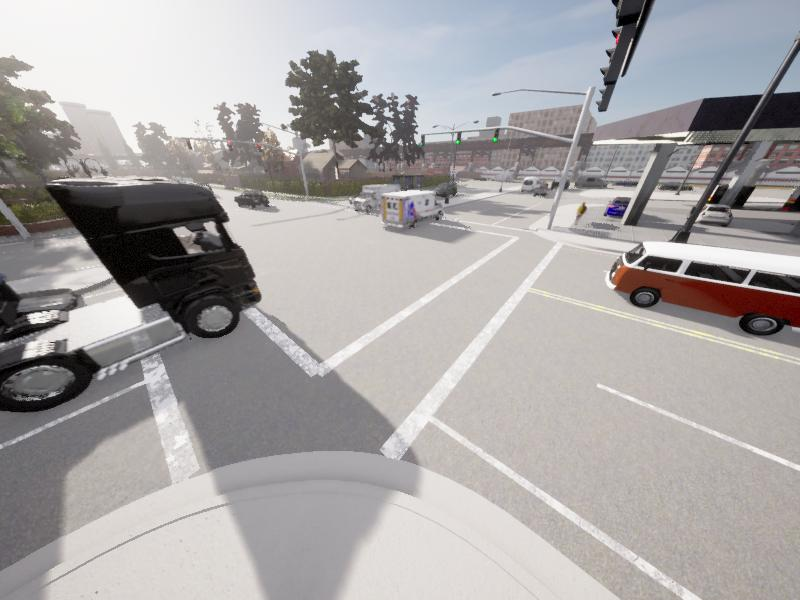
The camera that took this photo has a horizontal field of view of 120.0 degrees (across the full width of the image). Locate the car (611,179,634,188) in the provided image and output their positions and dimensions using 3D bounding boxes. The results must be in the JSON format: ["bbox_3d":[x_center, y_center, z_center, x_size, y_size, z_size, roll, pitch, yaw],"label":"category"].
[{"bbox_3d":[52.768,-27.730,54.866,3.705,1.549,1.789,23,37,34],"label":"car"}]

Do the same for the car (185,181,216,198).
[{"bbox_3d":[-32.493,-18.036,37.597,5.566,2.045,2.150,22,37,33],"label":"car"}]

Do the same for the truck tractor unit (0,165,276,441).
[{"bbox_3d":[-7.204,-0.464,4.982,3.053,4.208,6.516,22,37,33],"label":"truck tractor unit"}]

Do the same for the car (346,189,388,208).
[{"bbox_3d":[-4.025,-13.008,29.314,2.152,1.651,5.027,23,37,34],"label":"car"}]

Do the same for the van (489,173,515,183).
[{"bbox_3d":[31.014,-37.187,70.379,6.366,2.431,2.351,23,37,34],"label":"van"}]

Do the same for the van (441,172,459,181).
[{"bbox_3d":[17.311,-42.972,80.253,5.915,2.561,1.988,23,37,34],"label":"van"}]

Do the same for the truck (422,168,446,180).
[{"bbox_3d":[12.779,-47.716,87.149,8.468,3.827,2.891,23,37,33],"label":"truck"}]

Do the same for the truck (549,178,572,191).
[{"bbox_3d":[33.066,-23.815,47.556,2.390,2.098,6.274,23,37,34],"label":"truck"}]

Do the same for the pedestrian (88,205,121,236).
[{"bbox_3d":[-20.619,-5.577,16.157,0.751,1.860,0.751,25,39,37],"label":"pedestrian"}]

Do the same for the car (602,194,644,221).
[{"bbox_3d":[21.088,-8.924,21.955,2.242,1.667,4.611,23,37,34],"label":"car"}]

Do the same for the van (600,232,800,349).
[{"bbox_3d":[9.670,-0.596,7.398,4.480,2.038,2.069,21,36,32],"label":"van"}]

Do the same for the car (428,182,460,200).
[{"bbox_3d":[6.950,-17.070,35.924,2.150,2.045,5.566,23,37,34],"label":"car"}]

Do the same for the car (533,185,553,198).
[{"bbox_3d":[23.172,-17.629,37.409,1.845,1.501,3.633,23,37,34],"label":"car"}]

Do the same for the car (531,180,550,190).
[{"bbox_3d":[29.896,-24.471,49.169,2.152,1.651,5.027,23,37,34],"label":"car"}]

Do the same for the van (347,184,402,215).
[{"bbox_3d":[-2.536,-11.246,25.457,2.351,2.431,6.366,19,35,30],"label":"van"}]

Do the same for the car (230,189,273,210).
[{"bbox_3d":[-17.344,-11.805,26.972,4.605,1.855,1.932,17,36,28],"label":"car"}]

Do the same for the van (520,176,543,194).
[{"bbox_3d":[24.911,-21.854,43.720,1.988,2.561,5.915,22,37,34],"label":"van"}]

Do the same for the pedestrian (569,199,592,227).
[{"bbox_3d":[13.790,-6.618,17.661,0.751,1.860,0.751,-26,39,-37],"label":"pedestrian"}]

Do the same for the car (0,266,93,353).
[{"bbox_3d":[-11.916,0.866,5.511,2.033,1.411,5.357,23,37,34],"label":"car"}]

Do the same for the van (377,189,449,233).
[{"bbox_3d":[1.270,-7.539,19.036,2.351,2.431,6.366,22,37,34],"label":"van"}]

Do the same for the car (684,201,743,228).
[{"bbox_3d":[25.999,-7.245,19.370,1.970,1.475,3.806,23,37,34],"label":"car"}]

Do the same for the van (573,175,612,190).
[{"bbox_3d":[42.043,-25.804,50.517,5.915,2.561,1.988,23,37,34],"label":"van"}]
